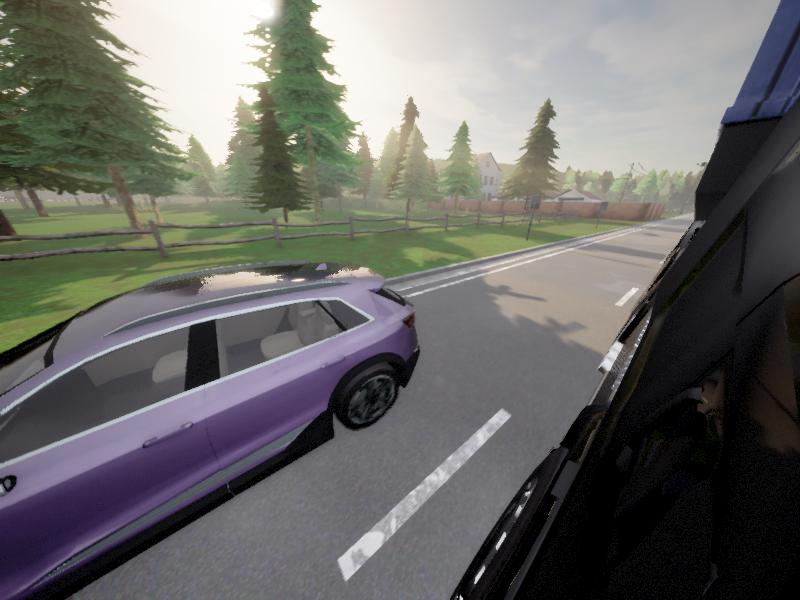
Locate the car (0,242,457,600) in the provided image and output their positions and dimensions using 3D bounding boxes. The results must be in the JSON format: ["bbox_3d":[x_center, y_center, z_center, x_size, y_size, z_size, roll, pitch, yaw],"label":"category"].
[{"bbox_3d":[-1.946,0.663,2.153,4.856,1.649,2.033,-16,29,-34],"label":"car"}]

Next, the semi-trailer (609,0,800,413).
[{"bbox_3d":[8.913,-2.210,5.209,14.254,4.402,2.717,-11,25,-37],"label":"semi-trailer"}]

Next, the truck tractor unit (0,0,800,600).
[{"bbox_3d":[2.645,-0.295,0.352,6.516,4.208,3.053,-28,44,-30],"label":"truck tractor unit"}]
